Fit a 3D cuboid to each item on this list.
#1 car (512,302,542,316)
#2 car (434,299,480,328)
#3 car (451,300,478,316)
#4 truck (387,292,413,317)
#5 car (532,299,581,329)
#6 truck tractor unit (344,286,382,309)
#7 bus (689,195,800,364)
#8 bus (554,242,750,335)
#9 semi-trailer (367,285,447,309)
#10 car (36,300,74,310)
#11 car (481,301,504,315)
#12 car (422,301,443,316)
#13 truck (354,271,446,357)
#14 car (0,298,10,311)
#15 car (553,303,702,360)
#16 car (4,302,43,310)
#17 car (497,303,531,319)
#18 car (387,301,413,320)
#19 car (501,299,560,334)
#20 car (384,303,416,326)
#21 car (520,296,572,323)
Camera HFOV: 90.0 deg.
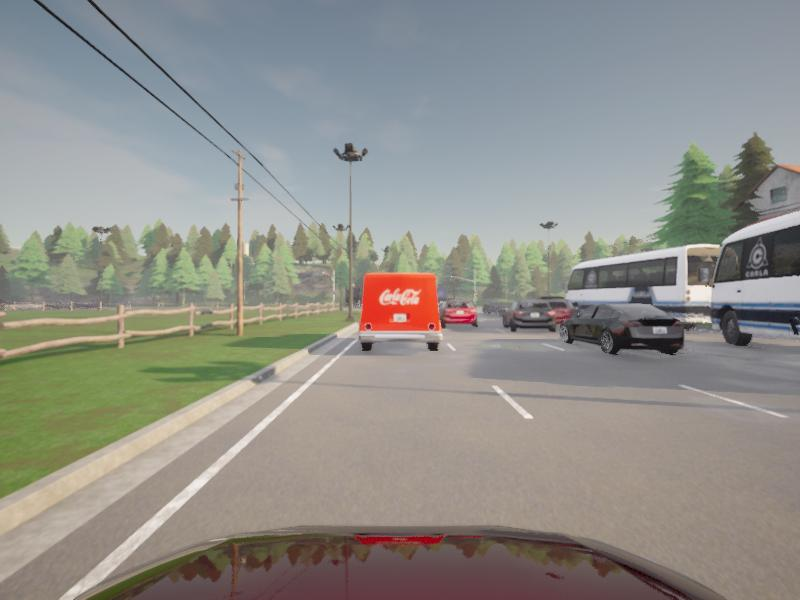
[{"bbox_3d":[13.987,0.912,44.298,1.812,1.442,4.674,0,0,0],"label":"car"},{"bbox_3d":[3.493,0.781,25.327,2.242,1.667,4.611,0,0,0],"label":"car"},{"bbox_3d":[6.986,0.821,43.830,2.152,1.651,5.027,0,0,0],"label":"car"},{"bbox_3d":[-0.013,0.408,43.061,2.627,2.467,5.204,0,1,0],"label":"truck"},{"bbox_3d":[9.811,0.784,24.824,2.242,1.667,4.611,0,0,29],"label":"car"},{"bbox_3d":[-6.621,-0.452,72.596,6.516,4.208,3.053,0,0,0],"label":"truck tractor unit"},{"bbox_3d":[12.214,-0.513,10.487,3.944,4.253,10.273,0,0,14],"label":"bus"},{"bbox_3d":[13.709,-0.515,23.575,3.944,4.253,10.273,0,0,-9],"label":"bus"},{"bbox_3d":[1.296,-0.550,72.554,14.254,4.402,2.717,0,0,0],"label":"semi-trailer"},{"bbox_3d":[-59.896,0.821,69.446,4.611,1.667,2.242,0,0,0],"label":"car"},{"bbox_3d":[10.487,0.860,45.496,1.789,1.549,3.705,0,0,0],"label":"car"},{"bbox_3d":[3.488,0.864,43.483,1.882,1.535,5.008,0,0,0],"label":"car"},{"bbox_3d":[-0.001,0.381,14.097,2.627,2.467,5.204,0,1,0],"label":"truck"},{"bbox_3d":[-63.786,0.705,62.470,3.866,1.878,1.905,0,0,0],"label":"car"},{"bbox_3d":[6.995,0.864,13.104,2.163,1.488,4.792,0,0,0],"label":"car"},{"bbox_3d":[-62.043,1.006,65.958,4.718,1.301,1.895,0,0,0],"label":"car"},{"bbox_3d":[10.420,0.943,36.974,1.994,1.385,4.181,0,0,1],"label":"car"},{"bbox_3d":[-0.011,0.861,33.925,2.007,1.525,4.514,0,0,0],"label":"car"},{"bbox_3d":[6.835,0.776,21.462,2.242,1.667,4.611,0,0,8],"label":"car"},{"bbox_3d":[-0.007,0.933,26.900,1.994,1.385,4.181,0,0,0],"label":"car"},{"bbox_3d":[10.712,0.673,29.643,1.905,1.878,3.866,0,-1,-11],"label":"car"}]
